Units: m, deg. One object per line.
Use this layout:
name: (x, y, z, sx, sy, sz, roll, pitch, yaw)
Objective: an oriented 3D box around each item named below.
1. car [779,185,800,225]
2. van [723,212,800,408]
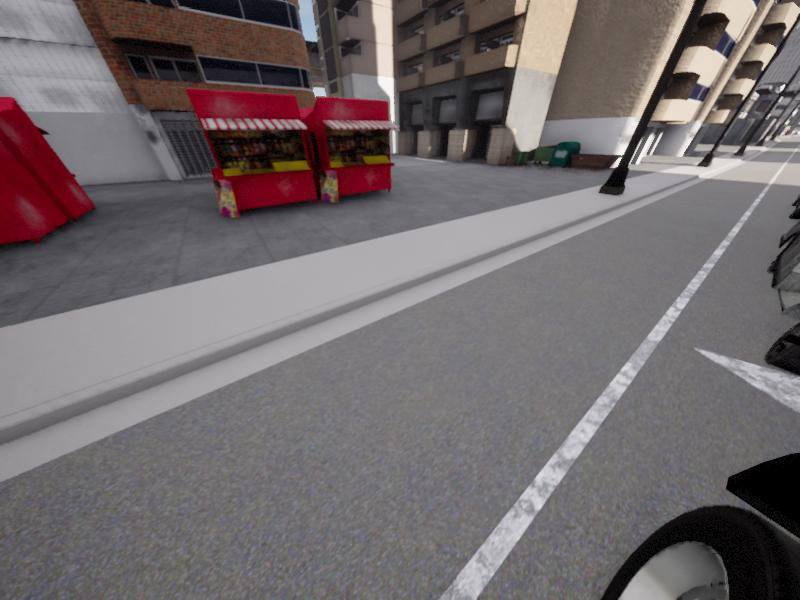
car: (14.839, -3.441, 7.451, 4.902, 1.511, 2.128, -22, 41, -28)
van: (7.016, -0.634, 2.692, 6.366, 2.431, 2.351, -22, 41, -28)
